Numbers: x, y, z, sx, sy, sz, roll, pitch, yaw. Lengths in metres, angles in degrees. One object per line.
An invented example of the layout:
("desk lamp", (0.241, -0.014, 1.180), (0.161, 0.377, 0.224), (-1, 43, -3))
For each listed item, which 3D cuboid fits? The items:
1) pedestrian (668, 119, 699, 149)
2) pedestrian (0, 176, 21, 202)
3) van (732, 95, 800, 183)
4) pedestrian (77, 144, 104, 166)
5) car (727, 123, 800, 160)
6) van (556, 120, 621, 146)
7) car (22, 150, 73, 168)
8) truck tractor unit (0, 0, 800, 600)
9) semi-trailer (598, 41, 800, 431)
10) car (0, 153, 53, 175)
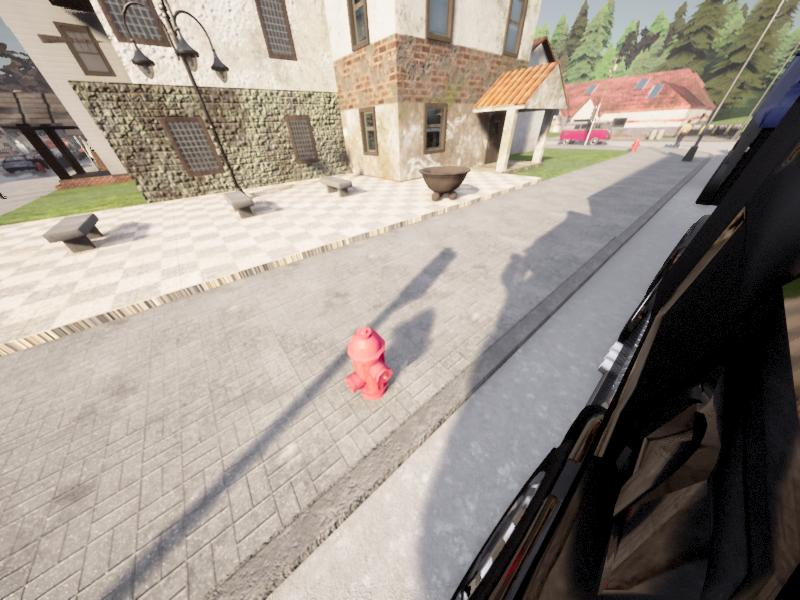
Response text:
("pedestrian", (22.156, -13.013, 18.096), (0.751, 1.860, 0.751), (26, 45, 33))
("pedestrian", (-18.368, -5.336, 10.133), (0.751, 1.860, 0.751), (-20, 40, -22))
("van", (16.591, -6.745, 9.535), (5.915, 2.561, 1.988), (-26, 43, -28))
("pedestrian", (-31.408, -14.722, 23.494), (0.751, 1.860, 0.751), (-27, 43, -29))
("car", (21.442, -9.319, 13.493), (1.789, 1.549, 3.705), (25, 45, 32))
("van", (19.195, -17.145, 23.742), (1.775, 1.987, 4.442), (-28, 43, -30))
("car", (-42.318, -17.092, 27.939), (2.033, 1.411, 5.357), (-28, 43, -30))
("truck tractor unit", (2.645, -0.295, 0.351), (6.516, 4.208, 3.053), (-28, 44, -30))
("semi-trailer", (8.683, -3.613, 4.246), (14.254, 4.402, 2.717), (-28, 44, -30))
("car", (-37.293, -13.594, 22.971), (1.994, 1.385, 4.181), (-28, 44, -30))
